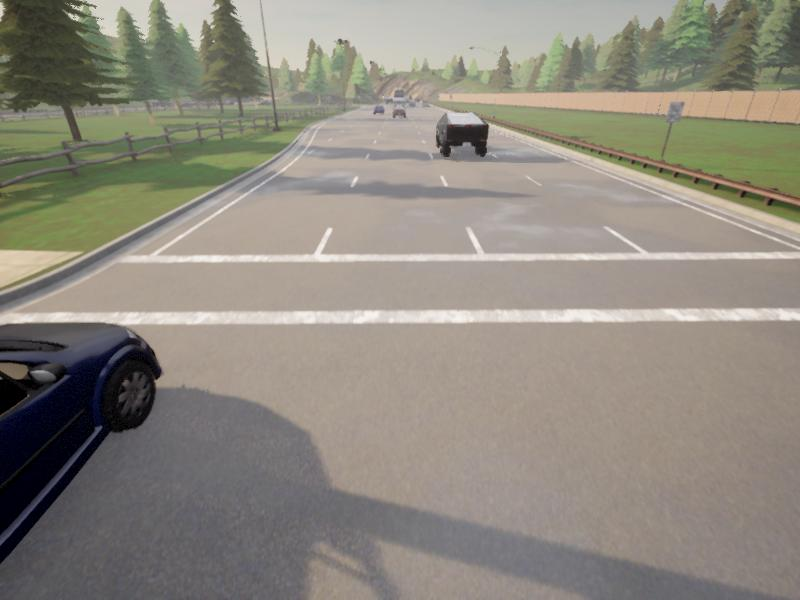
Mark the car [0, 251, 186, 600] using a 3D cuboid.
[{"bbox_3d":[-3.507,1.134,2.685,1.851,1.617,3.988,0,27,0],"label":"car"}]

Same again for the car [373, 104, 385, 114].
[{"bbox_3d":[-3.612,-33.432,70.079,1.816,1.474,4.193,0,27,0],"label":"car"}]

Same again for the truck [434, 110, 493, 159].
[{"bbox_3d":[3.457,-9.763,23.300,2.390,2.098,6.274,0,27,0],"label":"truck"}]

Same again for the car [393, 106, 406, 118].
[{"bbox_3d":[-0.094,-28.567,60.631,1.812,1.442,4.674,0,27,0],"label":"car"}]
